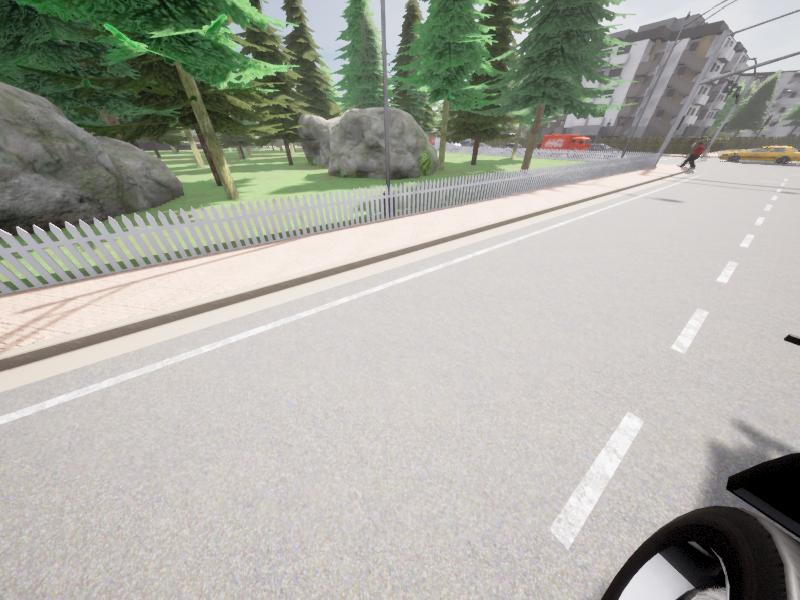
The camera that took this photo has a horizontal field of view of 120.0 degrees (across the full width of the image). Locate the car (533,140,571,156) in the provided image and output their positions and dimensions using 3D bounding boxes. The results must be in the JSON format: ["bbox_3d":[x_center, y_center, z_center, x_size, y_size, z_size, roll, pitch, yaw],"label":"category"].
[{"bbox_3d":[21.876,-22.030,33.406,1.905,1.878,3.866,-21,40,-26],"label":"car"}]

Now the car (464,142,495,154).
[{"bbox_3d":[13.336,-25.718,39.053,1.837,1.490,4.892,-21,40,-26],"label":"car"}]

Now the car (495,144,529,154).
[{"bbox_3d":[18.355,-24.903,38.031,1.895,1.301,4.718,-21,40,-26],"label":"car"}]

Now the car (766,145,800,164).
[{"bbox_3d":[39.388,-13.766,21.929,1.812,1.442,4.674,-21,40,-27],"label":"car"}]

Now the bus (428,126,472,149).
[{"bbox_3d":[11.678,-39.290,55.939,3.944,4.253,10.273,-21,40,-26],"label":"bus"}]

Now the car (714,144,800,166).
[{"bbox_3d":[34.997,-14.009,22.186,1.801,1.575,5.366,-21,40,-26],"label":"car"}]

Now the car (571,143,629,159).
[{"bbox_3d":[25.185,-18.953,29.342,2.128,1.511,4.902,-21,40,-26],"label":"car"}]

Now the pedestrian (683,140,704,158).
[{"bbox_3d":[36.398,-18.778,28.666,0.751,1.860,0.751,25,43,32],"label":"pedestrian"}]

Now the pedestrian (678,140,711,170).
[{"bbox_3d":[21.763,-10.758,17.116,0.751,1.860,0.751,-29,44,-34],"label":"pedestrian"}]

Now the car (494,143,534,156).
[{"bbox_3d":[16.906,-22.562,34.543,1.837,1.490,4.892,-21,40,-26],"label":"car"}]

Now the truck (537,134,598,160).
[{"bbox_3d":[20.909,-19.422,29.206,2.627,2.467,5.204,-21,40,-26],"label":"truck"}]

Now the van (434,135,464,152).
[{"bbox_3d":[9.166,-29.828,44.013,1.988,2.561,5.915,-21,40,-26],"label":"van"}]
